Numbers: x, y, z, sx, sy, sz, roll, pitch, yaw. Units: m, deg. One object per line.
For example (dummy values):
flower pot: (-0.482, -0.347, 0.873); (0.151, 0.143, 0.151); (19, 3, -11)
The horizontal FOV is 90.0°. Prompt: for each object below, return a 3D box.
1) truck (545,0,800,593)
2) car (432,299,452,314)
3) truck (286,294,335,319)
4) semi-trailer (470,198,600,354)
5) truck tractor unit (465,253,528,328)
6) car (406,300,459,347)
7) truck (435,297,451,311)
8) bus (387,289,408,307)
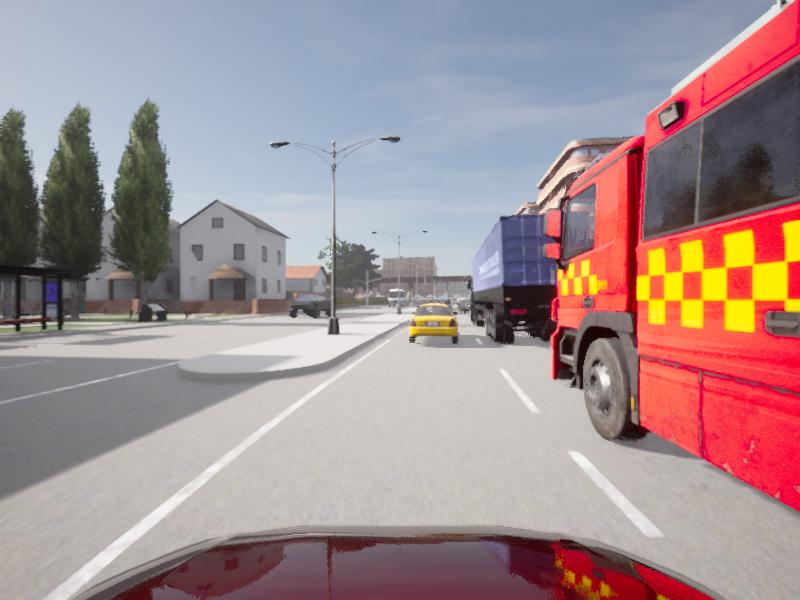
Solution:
truck: (3.619, -0.320, 2.031); (2.891, 3.827, 8.468); (0, 0, 1)
car: (4.885, 0.770, 46.783); (2.242, 1.667, 4.611); (0, 0, 6)
truck: (-7.909, 0.549, 36.220); (2.390, 2.098, 6.274); (0, 0, 7)
semi-trailer: (5.119, -0.662, 18.646); (2.717, 4.402, 14.254); (-2, 0, 7)
truck tractor unit: (6.133, -0.557, 26.501); (3.053, 4.208, 6.516); (3, 0, 6)
car: (1.407, 0.806, 16.391); (1.801, 1.575, 5.366); (0, 0, 6)
truck: (6.665, 0.561, 62.238); (2.390, 2.098, 6.274); (0, 0, 7)
bus: (-0.523, -0.513, 99.266); (3.944, 4.253, 10.273); (0, 0, 7)
